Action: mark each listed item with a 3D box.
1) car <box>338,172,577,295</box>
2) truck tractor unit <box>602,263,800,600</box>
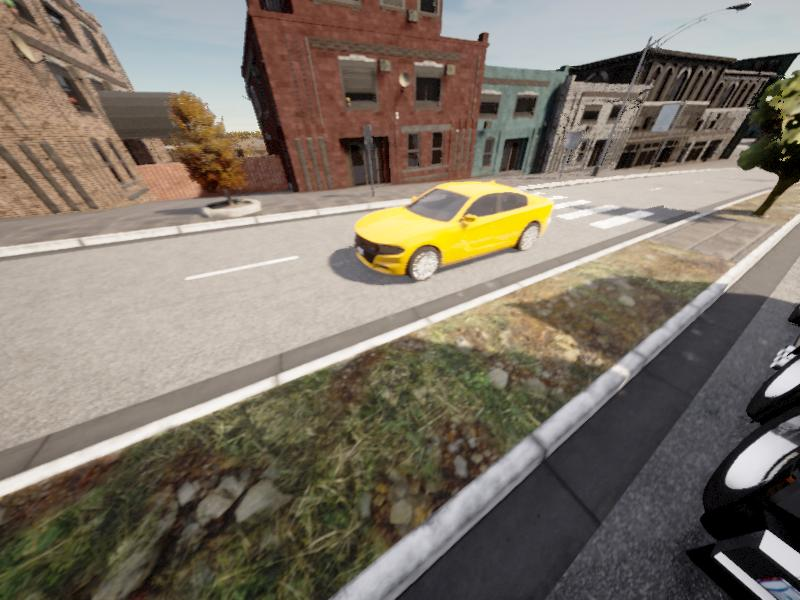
[{"bbox_3d":[1.415,-1.889,5.381,5.008,1.535,1.882,-18,39,-24],"label":"car"},{"bbox_3d":[5.116,-0.293,0.795,6.516,4.208,3.053,-18,39,-24],"label":"truck tractor unit"}]
